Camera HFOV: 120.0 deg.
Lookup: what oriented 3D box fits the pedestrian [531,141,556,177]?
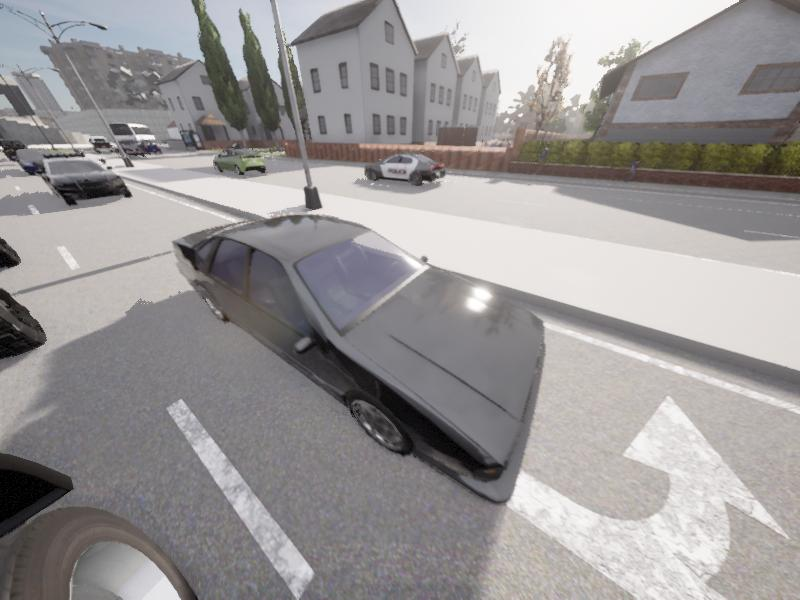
[{"bbox_3d":[9.048,-8.892,14.604,0.751,1.860,0.751,19,39,25],"label":"pedestrian"}]

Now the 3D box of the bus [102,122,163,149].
[{"bbox_3d":[-56.359,-35.005,49.332,3.944,4.253,10.273,-15,38,-18],"label":"bus"}]

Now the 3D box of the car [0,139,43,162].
[{"bbox_3d":[-40.464,-15.891,24.457,3.866,1.878,1.905,21,40,27],"label":"car"}]

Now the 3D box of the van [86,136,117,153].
[{"bbox_3d":[-45.721,-23.741,35.361,4.480,2.038,2.069,23,41,33],"label":"van"}]

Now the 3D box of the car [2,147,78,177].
[{"bbox_3d":[-25.678,-9.932,16.484,4.792,1.488,2.163,22,41,27],"label":"car"}]

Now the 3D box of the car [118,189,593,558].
[{"bbox_3d":[-1.059,-0.240,3.021,5.357,1.411,2.033,22,40,27],"label":"car"}]

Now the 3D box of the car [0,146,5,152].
[{"bbox_3d":[-65.419,-23.955,36.211,4.718,1.301,1.895,10,36,13],"label":"car"}]

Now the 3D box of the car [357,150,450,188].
[{"bbox_3d":[0.106,-7.843,13.647,4.974,1.542,2.038,21,40,27],"label":"car"}]

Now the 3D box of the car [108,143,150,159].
[{"bbox_3d":[-34.098,-18.778,29.008,5.357,1.411,2.033,21,40,27],"label":"car"}]

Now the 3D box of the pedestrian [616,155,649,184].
[{"bbox_3d":[12.758,-7.206,12.729,0.751,1.300,0.751,22,41,28],"label":"pedestrian"}]

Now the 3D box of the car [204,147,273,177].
[{"bbox_3d":[-11.636,-10.010,16.646,4.514,1.525,2.007,21,40,27],"label":"car"}]

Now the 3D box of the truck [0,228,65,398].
[{"bbox_3d":[-7.195,-0.490,2.723,6.274,2.098,2.390,21,40,27],"label":"truck"}]

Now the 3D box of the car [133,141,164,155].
[{"bbox_3d":[-36.910,-22.365,33.941,3.633,1.501,1.845,21,40,27],"label":"car"}]

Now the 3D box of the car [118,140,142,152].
[{"bbox_3d":[-46.413,-26.469,39.683,3.633,1.501,1.845,26,43,32],"label":"car"}]

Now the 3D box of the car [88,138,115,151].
[{"bbox_3d":[-53.835,-28.182,41.743,1.905,1.878,3.866,-26,43,-32],"label":"car"}]

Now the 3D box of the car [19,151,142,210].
[{"bbox_3d":[-13.628,-5.265,9.828,5.238,1.638,1.930,21,40,27],"label":"car"}]
